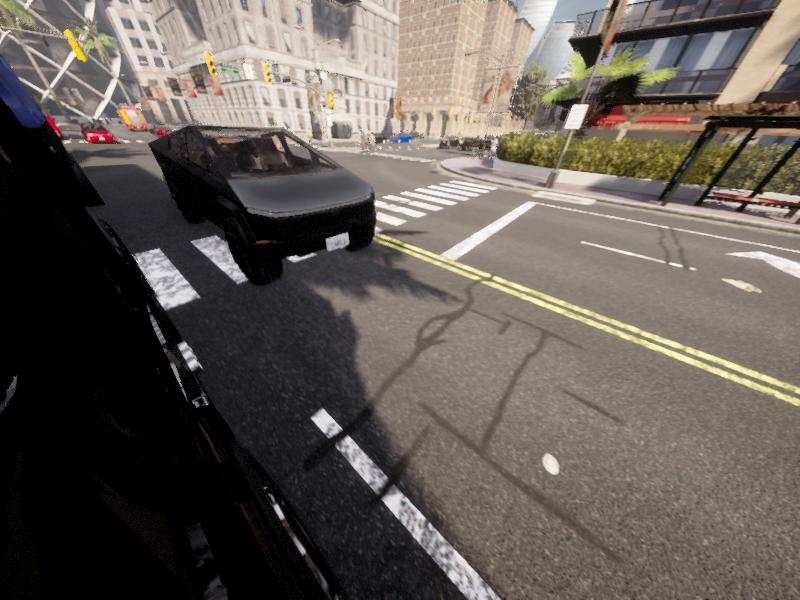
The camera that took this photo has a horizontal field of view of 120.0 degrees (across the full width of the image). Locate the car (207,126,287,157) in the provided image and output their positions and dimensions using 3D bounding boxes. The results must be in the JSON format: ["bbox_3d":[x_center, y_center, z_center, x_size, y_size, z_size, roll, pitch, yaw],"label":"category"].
[{"bbox_3d":[-11.763,-12.498,18.238,4.553,1.767,2.097,-4,37,-9],"label":"car"}]

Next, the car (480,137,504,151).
[{"bbox_3d":[14.333,-24.257,35.818,1.851,1.617,3.988,28,43,30],"label":"car"}]

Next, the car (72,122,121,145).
[{"bbox_3d":[-28.222,-15.504,21.495,4.514,1.525,2.007,28,43,30],"label":"car"}]

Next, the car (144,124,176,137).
[{"bbox_3d":[-33.962,-23.986,32.684,4.181,1.385,1.994,27,43,29],"label":"car"}]

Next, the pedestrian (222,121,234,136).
[{"bbox_3d":[-28.439,-28.322,38.148,0.751,1.860,0.751,20,40,22],"label":"pedestrian"}]

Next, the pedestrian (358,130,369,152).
[{"bbox_3d":[-3.854,-16.849,24.481,0.751,1.860,0.751,32,45,33],"label":"pedestrian"}]

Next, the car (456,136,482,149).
[{"bbox_3d":[11.202,-25.344,37.155,2.007,1.525,4.514,28,43,30],"label":"car"}]

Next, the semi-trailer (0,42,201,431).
[{"bbox_3d":[-8.700,-3.593,4.243,14.254,4.402,2.717,28,44,30],"label":"semi-trailer"}]

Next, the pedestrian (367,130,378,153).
[{"bbox_3d":[-2.891,-16.571,24.167,0.751,1.860,0.751,30,44,32],"label":"pedestrian"}]

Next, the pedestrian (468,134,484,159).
[{"bbox_3d":[6.826,-13.791,20.769,0.751,1.860,0.751,-28,46,-34],"label":"pedestrian"}]

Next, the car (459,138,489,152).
[{"bbox_3d":[10.278,-21.406,31.828,1.837,1.490,4.892,28,43,30],"label":"car"}]

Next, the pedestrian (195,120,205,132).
[{"bbox_3d":[-40.246,-35.047,46.469,0.751,1.860,0.751,29,44,31],"label":"pedestrian"}]

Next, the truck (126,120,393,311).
[{"bbox_3d":[-3.270,-2.518,5.079,6.274,2.098,2.390,30,44,32],"label":"truck"}]

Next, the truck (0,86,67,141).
[{"bbox_3d":[-36.801,-18.275,22.767,8.468,3.827,2.891,28,44,30],"label":"truck"}]

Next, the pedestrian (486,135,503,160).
[{"bbox_3d":[8.421,-13.607,20.619,0.751,1.860,0.751,27,43,29],"label":"pedestrian"}]

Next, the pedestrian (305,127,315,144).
[{"bbox_3d":[-12.152,-22.191,31.157,0.751,1.860,0.751,-29,47,-35],"label":"pedestrian"}]

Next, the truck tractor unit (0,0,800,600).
[{"bbox_3d":[-2.645,-0.295,0.351,6.516,4.208,3.053,28,44,30],"label":"truck tractor unit"}]

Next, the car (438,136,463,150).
[{"bbox_3d":[7.273,-22.625,33.232,1.789,1.549,3.705,28,43,30],"label":"car"}]

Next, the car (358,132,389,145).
[{"bbox_3d":[-4.096,-25.493,36.442,1.837,1.490,4.892,28,43,30],"label":"car"}]

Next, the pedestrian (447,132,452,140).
[{"bbox_3d":[14.317,-47.510,66.843,0.751,1.860,0.751,30,44,32],"label":"pedestrian"}]

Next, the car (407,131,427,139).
[{"bbox_3d":[4.656,-45.936,64.357,5.238,1.638,1.930,28,43,29],"label":"car"}]

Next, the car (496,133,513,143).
[{"bbox_3d":[29.701,-45.852,65.450,2.150,2.045,5.566,28,43,30],"label":"car"}]

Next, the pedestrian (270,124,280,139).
[{"bbox_3d":[-18.781,-25.402,34.814,0.751,1.860,0.751,-20,42,-28],"label":"pedestrian"}]

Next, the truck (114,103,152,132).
[{"bbox_3d":[-49.195,-33.553,42.557,2.891,3.827,8.468,-28,46,-34],"label":"truck"}]

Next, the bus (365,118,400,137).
[{"bbox_3d":[-5.403,-52.315,70.131,10.273,4.253,3.944,28,43,30],"label":"bus"}]

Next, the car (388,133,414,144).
[{"bbox_3d":[0.222,-28.502,40.718,1.882,1.535,5.008,27,43,30],"label":"car"}]

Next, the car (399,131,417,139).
[{"bbox_3d":[2.198,-44.465,62.323,4.514,1.525,2.007,27,43,29],"label":"car"}]
